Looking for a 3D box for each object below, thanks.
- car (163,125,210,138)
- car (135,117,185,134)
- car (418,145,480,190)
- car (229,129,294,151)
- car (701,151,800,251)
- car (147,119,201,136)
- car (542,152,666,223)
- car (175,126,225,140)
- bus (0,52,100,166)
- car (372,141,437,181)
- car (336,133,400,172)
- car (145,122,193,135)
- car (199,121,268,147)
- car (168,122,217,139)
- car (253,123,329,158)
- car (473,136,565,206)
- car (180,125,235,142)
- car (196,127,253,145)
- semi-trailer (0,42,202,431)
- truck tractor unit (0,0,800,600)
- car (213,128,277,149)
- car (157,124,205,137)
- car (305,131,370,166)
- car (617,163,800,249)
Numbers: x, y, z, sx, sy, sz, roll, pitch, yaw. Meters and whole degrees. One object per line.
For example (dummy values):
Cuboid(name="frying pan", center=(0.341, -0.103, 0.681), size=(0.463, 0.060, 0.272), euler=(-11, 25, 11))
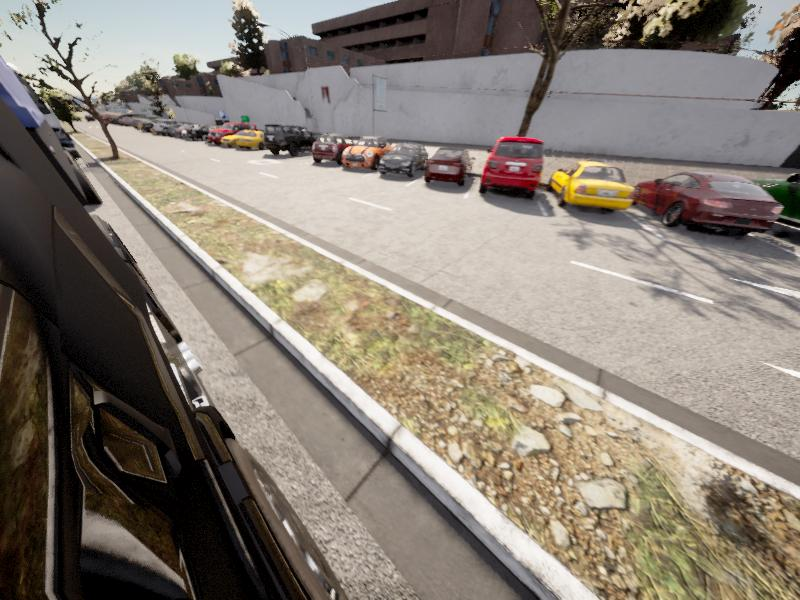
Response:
Cuboid(name="car", center=(-31.757, -25.227, 34.607), size=(2.002, 1.452, 4.674), euler=(14, 38, 14))
Cuboid(name="car", center=(-43.256, -31.560, 41.881), size=(2.435, 2.045, 5.566), euler=(15, 38, 14))
Cuboid(name="car", center=(2.732, -7.100, 12.101), size=(2.163, 1.488, 4.792), euler=(14, 37, 15))
Cuboid(name="car", center=(-13.304, -15.718, 22.685), size=(1.946, 1.575, 5.366), euler=(14, 37, 15))
Cuboid(name="car", center=(11.934, -2.421, 5.944), size=(2.435, 2.045, 5.566), euler=(14, 38, 15))
Cuboid(name="car", center=(-36.345, -27.915, 37.453), size=(2.435, 2.045, 5.566), euler=(14, 37, 15))
Cuboid(name="car", center=(7.386, -4.763, 9.213), size=(1.946, 1.575, 5.366), euler=(14, 37, 15))
Cuboid(name="car", center=(-27.160, -22.813, 31.601), size=(2.002, 1.452, 4.674), euler=(14, 37, 15))
Cuboid(name="bus", center=(-22.587, -10.958, 13.467), size=(10.273, 4.253, 3.944), euler=(27, 43, 30))
Cuboid(name="car", center=(0.436, -8.328, 13.559), size=(2.231, 1.521, 4.892), euler=(14, 38, 14))
Cuboid(name="car", center=(-1.849, -9.665, 14.999), size=(2.185, 1.767, 4.553), euler=(14, 37, 14))
Cuboid(name="car", center=(-38.725, -28.823, 38.931), size=(1.946, 1.575, 5.366), euler=(14, 38, 14))
Cuboid(name="car", center=(-17.955, -18.214, 25.380), size=(2.435, 2.045, 5.566), euler=(14, 37, 15))
Cuboid(name="car", center=(-29.442, -24.170, 33.030), size=(2.185, 1.767, 4.553), euler=(14, 37, 15))
Cuboid(name="car", center=(-8.753, -13.414, 19.417), size=(2.435, 2.045, 5.566), euler=(14, 37, 15))
Cuboid(name="car", center=(5.045, -6.103, 10.441), size=(2.435, 2.045, 5.566), euler=(14, 37, 15))
Cuboid(name="car", center=(-24.866, -21.636, 30.066), size=(2.097, 1.535, 5.008), euler=(14, 37, 15))
Cuboid(name="car", center=(-20.268, -19.193, 27.050), size=(2.163, 1.488, 4.792), euler=(14, 37, 15))
Cuboid(name="semi-trailer", center=(-8.707, -3.591, 4.231), size=(14.254, 4.402, 2.717), euler=(28, 44, 30))
Cuboid(name="truck tractor unit", center=(-2.645, -0.295, 0.351), size=(6.516, 4.208, 3.053), euler=(28, 44, 30))
Cuboid(name="car", center=(-15.723, -16.724, 23.899), size=(1.946, 1.575, 5.366), euler=(14, 37, 15))
Cuboid(name="car", center=(-34.059, -26.473, 36.124), size=(2.163, 1.488, 4.792), euler=(14, 37, 15))
Cuboid(name="car", center=(-4.176, -10.850, 16.447), size=(2.185, 1.767, 4.553), euler=(14, 37, 15))
Cuboid(name="car", center=(9.614, -3.399, 7.594), size=(2.002, 1.452, 4.674), euler=(14, 37, 15))
